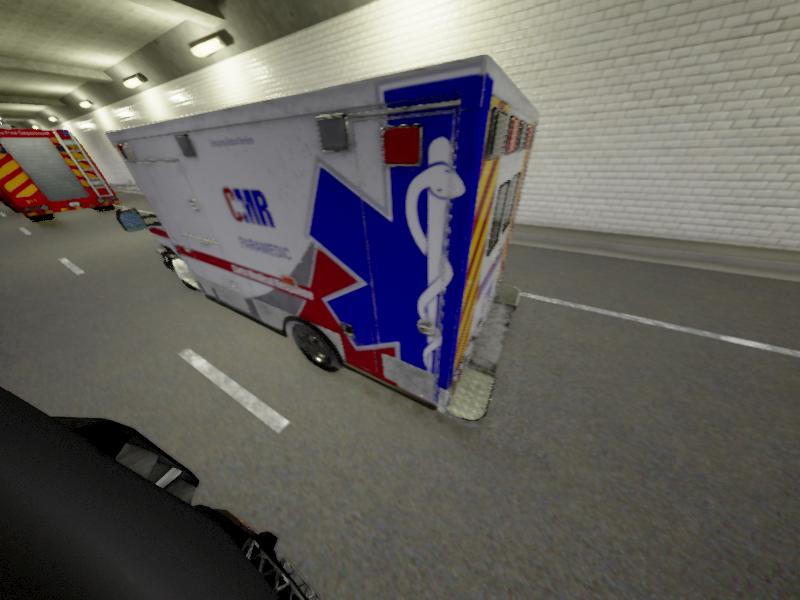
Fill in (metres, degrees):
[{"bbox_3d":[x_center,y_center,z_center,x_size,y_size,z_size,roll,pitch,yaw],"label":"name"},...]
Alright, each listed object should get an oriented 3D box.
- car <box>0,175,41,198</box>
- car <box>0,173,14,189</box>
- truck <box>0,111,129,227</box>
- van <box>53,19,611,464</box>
[{"bbox_3d":[-32.532,-9.562,19.319,4.674,1.442,1.812,16,38,26],"label":"car"},{"bbox_3d":[-45.695,-13.244,25.702,3.633,1.501,1.845,14,37,23],"label":"car"},{"bbox_3d":[-18.086,-6.375,11.363,8.468,3.827,2.891,16,38,26],"label":"truck"},{"bbox_3d":[-1.610,-1.044,3.449,6.366,2.431,2.351,16,38,26],"label":"van"}]
